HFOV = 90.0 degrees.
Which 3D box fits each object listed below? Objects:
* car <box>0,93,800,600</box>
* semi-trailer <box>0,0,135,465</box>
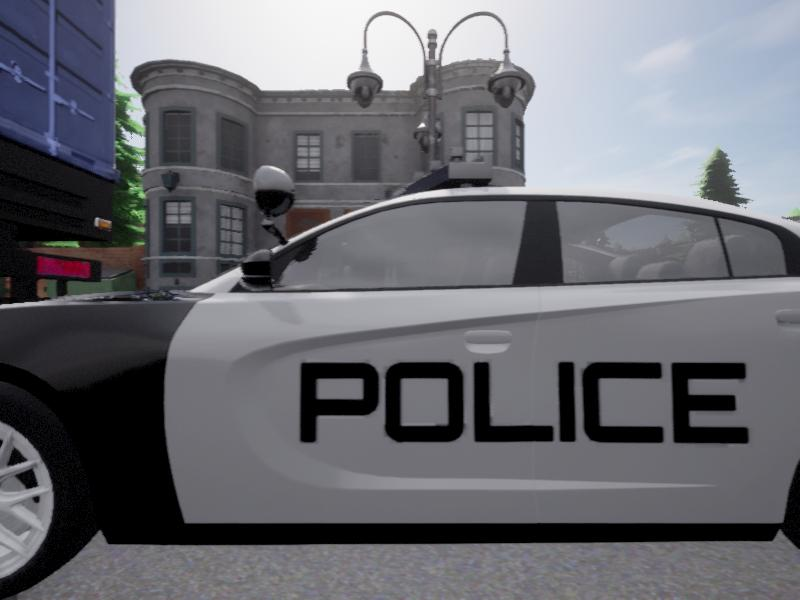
[{"bbox_3d":[0.120,0.183,2.196,5.238,1.638,1.930,0,0,0],"label":"car"},{"bbox_3d":[-9.492,-1.212,2.205,14.254,4.402,2.717,0,0,0],"label":"semi-trailer"}]
